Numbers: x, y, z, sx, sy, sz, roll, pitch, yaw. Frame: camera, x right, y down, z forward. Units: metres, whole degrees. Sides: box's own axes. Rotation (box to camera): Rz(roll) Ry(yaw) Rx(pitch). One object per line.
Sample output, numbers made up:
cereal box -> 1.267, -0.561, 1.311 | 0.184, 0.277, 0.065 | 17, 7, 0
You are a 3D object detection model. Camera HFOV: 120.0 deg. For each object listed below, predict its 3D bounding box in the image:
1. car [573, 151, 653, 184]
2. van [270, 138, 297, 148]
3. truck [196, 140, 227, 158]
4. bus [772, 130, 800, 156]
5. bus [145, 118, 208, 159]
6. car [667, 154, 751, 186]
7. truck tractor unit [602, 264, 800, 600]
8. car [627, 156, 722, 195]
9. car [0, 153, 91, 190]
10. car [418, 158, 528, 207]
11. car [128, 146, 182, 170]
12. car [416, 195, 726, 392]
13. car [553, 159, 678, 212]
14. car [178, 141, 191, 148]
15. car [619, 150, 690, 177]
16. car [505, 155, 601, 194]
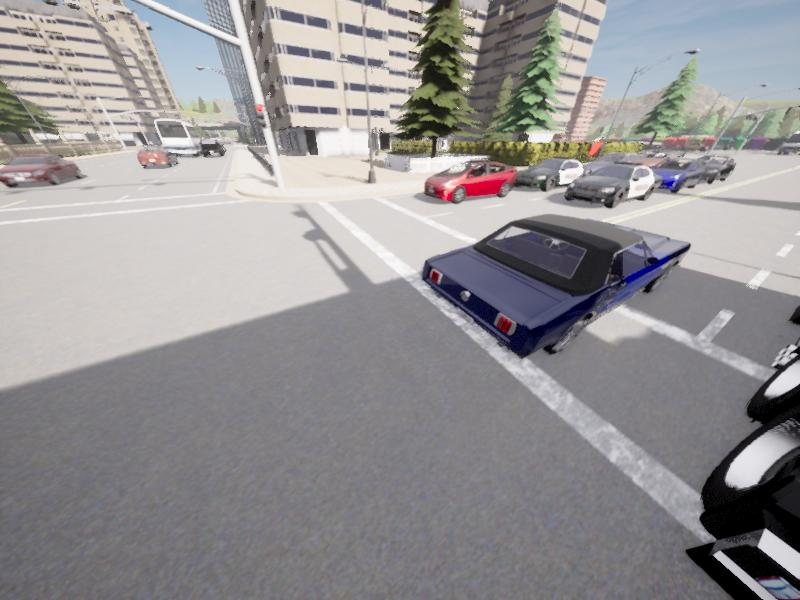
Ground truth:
car -> 14.788, -9.291, 16.092 | 4.856, 1.649, 2.033 | -18, 39, -24
van -> -33.864, -45.858, 67.394 | 6.366, 2.431, 2.351 | -18, 39, -24
truck -> -27.883, -22.619, 34.422 | 2.390, 2.098, 6.274 | -17, 38, -23
bus -> 85.114, -33.174, 48.822 | 10.273, 4.253, 3.944 | -17, 39, -24
bus -> -32.029, -23.574, 33.874 | 3.944, 4.253, 10.273 | -18, 39, -24
car -> 21.155, -9.004, 15.844 | 4.902, 1.511, 2.128 | -18, 39, -24
truck tractor unit -> 5.115, -0.296, 0.782 | 6.516, 4.208, 3.053 | -18, 39, -24
car -> 15.636, -7.219, 13.209 | 4.514, 1.525, 2.007 | -18, 39, -24
car -> -21.195, -7.752, 13.686 | 1.812, 1.442, 4.674 | -18, 39, -24
car -> 3.327, -5.572, 10.720 | 4.514, 1.525, 2.007 | -17, 38, -23
car -> -23.019, -13.652, 21.996 | 2.152, 1.651, 5.027 | -18, 39, -24
car -> 2.796, -0.651, 3.840 | 4.718, 1.301, 1.895 | -18, 39, -24
car -> 9.586, -5.257, 10.326 | 4.974, 1.542, 2.038 | -18, 39, -24
car -> -63.619, -46.066, 68.280 | 1.801, 1.575, 5.366 | -18, 39, -24
car -> 20.881, -11.288, 18.986 | 4.611, 1.667, 2.242 | -18, 39, -25
car -> 8.760, -7.296, 13.249 | 4.974, 1.542, 2.038 | -18, 39, -24
